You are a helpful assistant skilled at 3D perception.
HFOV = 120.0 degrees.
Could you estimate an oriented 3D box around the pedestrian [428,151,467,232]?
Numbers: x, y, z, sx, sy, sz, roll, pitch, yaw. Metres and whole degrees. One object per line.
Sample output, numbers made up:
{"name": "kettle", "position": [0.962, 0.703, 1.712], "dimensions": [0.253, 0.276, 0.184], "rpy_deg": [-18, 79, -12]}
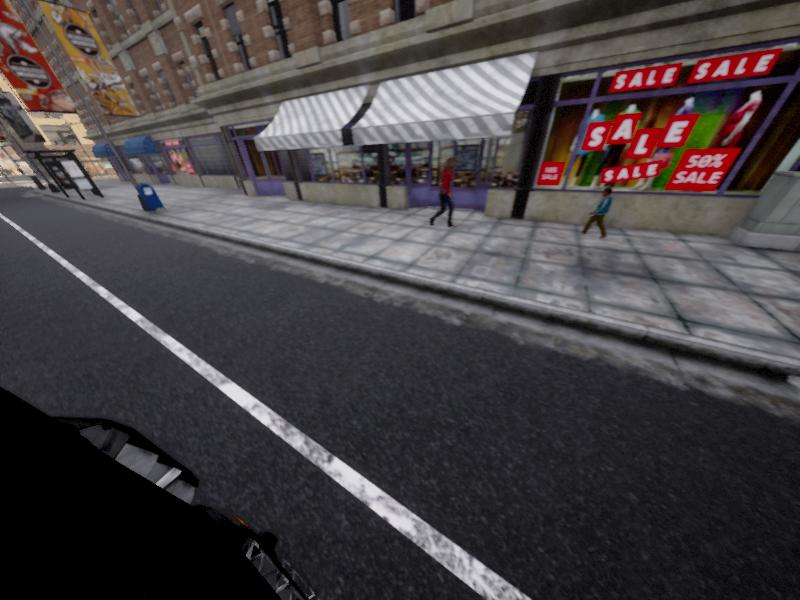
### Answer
{"name": "pedestrian", "position": [1.269, -2.955, 6.341], "dimensions": [0.751, 1.860, 0.751], "rpy_deg": [14, 37, 23]}

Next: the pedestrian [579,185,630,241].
{"name": "pedestrian", "position": [4.716, -2.023, 5.366], "dimensions": [0.500, 1.100, 0.500], "rpy_deg": [27, 43, 37]}

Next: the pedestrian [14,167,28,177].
{"name": "pedestrian", "position": [-84.630, -28.662, 51.632], "dimensions": [0.751, 1.860, 0.751], "rpy_deg": [23, 41, 33]}

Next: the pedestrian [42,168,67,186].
{"name": "pedestrian", "position": [-40.382, -14.381, 27.007], "dimensions": [0.751, 1.860, 0.751], "rpy_deg": [16, 38, 26]}

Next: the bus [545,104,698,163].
{"name": "bus", "position": [21.960, -17.171, 24.477], "dimensions": [10.273, 4.253, 3.944], "rpy_deg": [16, 38, 26]}

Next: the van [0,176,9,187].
{"name": "van", "position": [-53.832, -15.060, 28.913], "dimensions": [4.480, 2.038, 2.069], "rpy_deg": [-7, 34, -6]}
